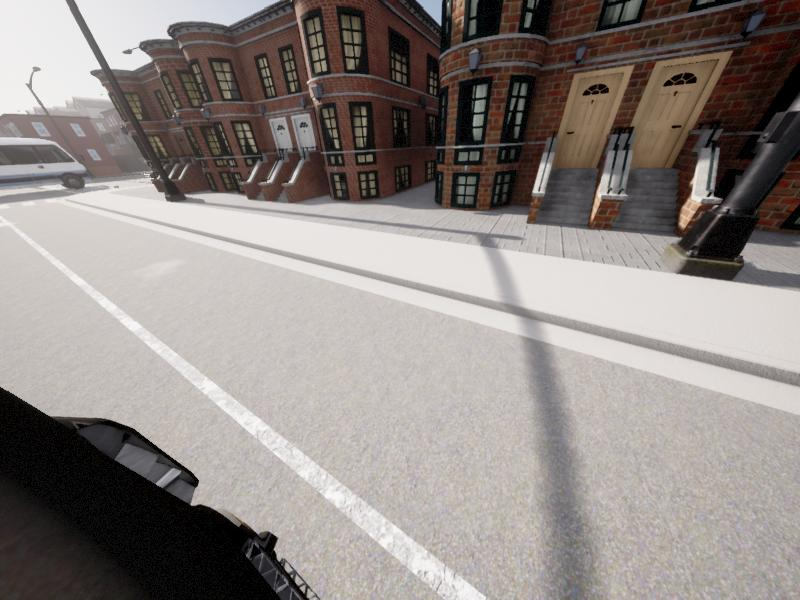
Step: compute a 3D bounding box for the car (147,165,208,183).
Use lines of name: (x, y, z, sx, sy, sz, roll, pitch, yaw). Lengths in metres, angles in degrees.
car: (-26.062, -14.921, 27.249, 1.895, 1.301, 4.718, 15, 38, 25)

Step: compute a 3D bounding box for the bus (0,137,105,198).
bus: (-35.004, -11.417, 19.991, 3.944, 4.253, 10.273, 16, 38, 26)
